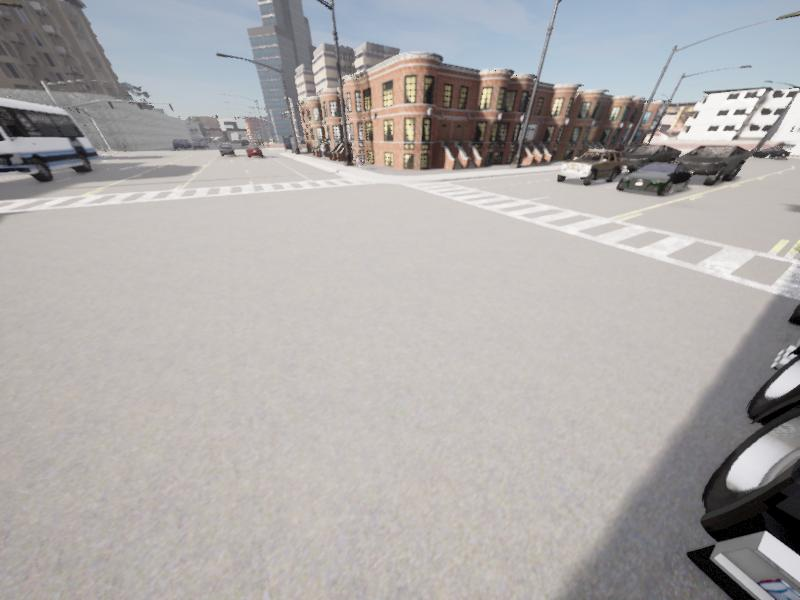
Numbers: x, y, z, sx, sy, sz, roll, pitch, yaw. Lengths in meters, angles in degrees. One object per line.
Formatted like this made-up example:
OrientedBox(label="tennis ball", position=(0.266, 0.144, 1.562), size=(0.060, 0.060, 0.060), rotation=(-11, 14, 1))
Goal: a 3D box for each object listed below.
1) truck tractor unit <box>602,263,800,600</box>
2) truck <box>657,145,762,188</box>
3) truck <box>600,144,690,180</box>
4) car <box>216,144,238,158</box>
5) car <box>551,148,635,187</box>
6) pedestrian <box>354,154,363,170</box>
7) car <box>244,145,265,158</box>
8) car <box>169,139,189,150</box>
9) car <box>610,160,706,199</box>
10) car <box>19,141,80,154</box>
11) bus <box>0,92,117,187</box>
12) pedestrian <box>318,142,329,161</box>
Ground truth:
OrientedBox(label="truck tractor unit", position=(5.108, -0.303, 0.791), size=(6.516, 4.208, 3.053), rotation=(-18, 39, -24))
OrientedBox(label="truck", position=(20.641, -9.079, 15.433), size=(6.274, 2.098, 2.390), rotation=(-18, 39, -24))
OrientedBox(label="truck", position=(19.046, -10.868, 17.991), size=(6.274, 2.098, 2.390), rotation=(-18, 39, -24))
OrientedBox(label="car", position=(-26.123, -22.667, 35.039), size=(2.128, 1.511, 4.902), rotation=(-18, 39, -25))
OrientedBox(label="car", position=(12.385, -8.615, 14.880), size=(4.605, 1.855, 1.932), rotation=(-18, 39, -24))
OrientedBox(label="pedestrian", position=(-3.433, -11.432, 19.149), size=(0.500, 1.100, 0.500), rotation=(-26, 43, -33))
OrientedBox(label="car", position=(-21.890, -22.395, 34.715), size=(2.163, 1.488, 4.792), rotation=(-18, 39, -24))
OrientedBox(label="car", position=(-52.480, -37.086, 55.061), size=(2.150, 2.045, 5.566), rotation=(-18, 39, -24))
OrientedBox(label="car", position=(13.766, -6.548, 12.366), size=(4.181, 1.385, 1.994), rotation=(-18, 39, -24))
OrientedBox(label="car", position=(-54.181, -23.690, 35.857), size=(4.718, 1.301, 1.895), rotation=(-15, 37, -27))
OrientedBox(label="bus", position=(-24.630, -10.469, 15.108), size=(3.944, 4.253, 10.273), rotation=(-18, 39, -24))
OrientedBox(label="pedestrian", position=(-8.945, -17.343, 26.933), size=(0.751, 1.860, 0.751), rotation=(-17, 38, -23))
